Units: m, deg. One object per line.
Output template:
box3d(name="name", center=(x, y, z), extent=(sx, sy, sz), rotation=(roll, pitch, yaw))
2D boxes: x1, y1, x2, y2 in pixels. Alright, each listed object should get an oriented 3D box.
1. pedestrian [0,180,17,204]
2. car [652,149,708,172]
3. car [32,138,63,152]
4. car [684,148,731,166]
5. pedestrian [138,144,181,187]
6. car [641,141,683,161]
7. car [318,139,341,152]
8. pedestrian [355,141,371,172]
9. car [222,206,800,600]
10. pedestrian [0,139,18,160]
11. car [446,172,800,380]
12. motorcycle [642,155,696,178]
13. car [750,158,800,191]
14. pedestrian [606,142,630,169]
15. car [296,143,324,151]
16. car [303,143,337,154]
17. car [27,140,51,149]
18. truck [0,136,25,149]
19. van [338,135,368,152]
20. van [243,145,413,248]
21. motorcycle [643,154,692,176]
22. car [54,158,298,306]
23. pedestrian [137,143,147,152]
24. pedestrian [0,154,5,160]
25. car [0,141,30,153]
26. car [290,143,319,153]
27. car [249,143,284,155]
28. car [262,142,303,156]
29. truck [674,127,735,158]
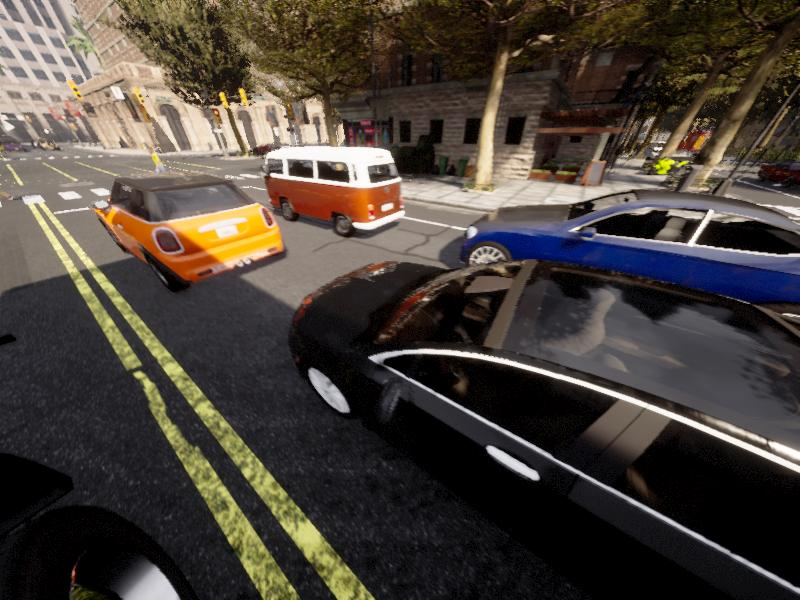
box3d(name="pedestrian", center=(-16.108, -4.713, 8.795), extent=(0.751, 1.860, 0.751), rotation=(23, 41, 29))
box3d(name="car", center=(26.343, -13.404, 21.997), extent=(2.231, 1.521, 4.892), rotation=(22, 40, 28))
box3d(name="car", center=(-59.943, -26.462, 39.292), extent=(4.605, 1.855, 1.932), rotation=(22, 41, 28))
box3d(name="car", center=(33.998, -15.957, 25.696), extent=(1.970, 1.475, 3.806), rotation=(22, 40, 28))
box3d(name="pedestrian", center=(-12.766, -7.150, 12.297), extent=(0.751, 1.860, 0.751), rotation=(24, 41, 30))
box3d(name="car", center=(35.084, -20.167, 31.205), extent=(2.435, 2.045, 5.566), rotation=(22, 40, 28))
box3d(name="car", center=(-13.780, -30.306, 45.238), extent=(1.905, 1.878, 3.866), rotation=(22, 40, 27))
box3d(name="pedestrian", center=(-2.671, -10.438, 16.817), extent=(0.751, 1.860, 0.751), rotation=(22, 40, 27))
box3d(name="car", center=(1.082, 0.575, 1.816), extent=(4.892, 1.490, 1.837), rotation=(22, 40, 27))
box3d(name="pedestrian", center=(-42.478, -16.122, 24.743), extent=(0.751, 1.860, 0.751), rotation=(28, 43, 33))
box3d(name="car", center=(3.634, -0.896, 3.825), extent=(5.027, 1.651, 2.152), rotation=(22, 40, 27))
box3d(name="motorcycle", center=(18.390, -9.150, 15.857), extent=(2.033, 1.145, 0.803), rotation=(3, 45, 4))
box3d(name="car", center=(23.812, -7.475, 13.679), extent=(1.895, 1.301, 4.718), rotation=(22, 40, 28))
box3d(name="pedestrian", center=(18.535, -12.292, 19.678), extent=(0.751, 1.860, 0.751), rotation=(-28, 44, -34))
box3d(name="car", center=(-17.647, -30.159, 45.497), extent=(1.895, 1.301, 4.718), rotation=(22, 40, 28))
box3d(name="car", center=(-13.835, -26.529, 40.298), extent=(2.033, 1.411, 5.357), rotation=(22, 40, 28))
box3d(name="car", center=(-75.703, -32.680, 48.390), extent=(5.357, 1.411, 2.033), rotation=(23, 41, 28))
box3d(name="truck", center=(-76.334, -30.763, 45.045), extent=(6.274, 2.098, 2.390), rotation=(22, 41, 28))
box3d(name="van", center=(-9.169, -30.835, 45.476), extent=(1.988, 2.561, 5.915), rotation=(22, 40, 28))
box3d(name="van", center=(-2.092, -3.360, 6.905), extent=(4.480, 2.038, 2.069), rotation=(22, 40, 27))
box3d(name="motorcycle", center=(19.064, -9.649, 16.503), extent=(1.805, 1.236, 0.856), rotation=(3, 35, 4))
box3d(name="car", center=(-4.734, -1.873, 4.976), extent=(4.553, 1.767, 2.097), rotation=(22, 40, 27))
box3d(name="pedestrian", center=(-41.221, -24.383, 36.903), extent=(0.500, 1.100, 0.500), rotation=(22, 40, 28))
box3d(name="pedestrian", center=(-43.383, -15.916, 24.440), extent=(0.751, 1.860, 0.751), rotation=(23, 41, 28))
box3d(name="car", center=(-59.172, -23.527, 35.477), extent=(4.193, 1.474, 1.816), rotation=(22, 41, 28))
box3d(name="car", center=(-17.049, -27.393, 41.515), extent=(1.994, 1.385, 4.181), rotation=(23, 41, 29))
box3d(name="car", center=(-21.096, -24.072, 36.747), extent=(1.994, 1.385, 4.181), rotation=(22, 40, 28))
box3d(name="car", center=(-17.911, -23.240, 35.458), extent=(2.038, 1.542, 4.974), rotation=(22, 41, 28))
box3d(name="truck", center=(48.708, -25.514, 37.405), extent=(2.891, 3.827, 8.468), rotation=(22, 41, 28))
